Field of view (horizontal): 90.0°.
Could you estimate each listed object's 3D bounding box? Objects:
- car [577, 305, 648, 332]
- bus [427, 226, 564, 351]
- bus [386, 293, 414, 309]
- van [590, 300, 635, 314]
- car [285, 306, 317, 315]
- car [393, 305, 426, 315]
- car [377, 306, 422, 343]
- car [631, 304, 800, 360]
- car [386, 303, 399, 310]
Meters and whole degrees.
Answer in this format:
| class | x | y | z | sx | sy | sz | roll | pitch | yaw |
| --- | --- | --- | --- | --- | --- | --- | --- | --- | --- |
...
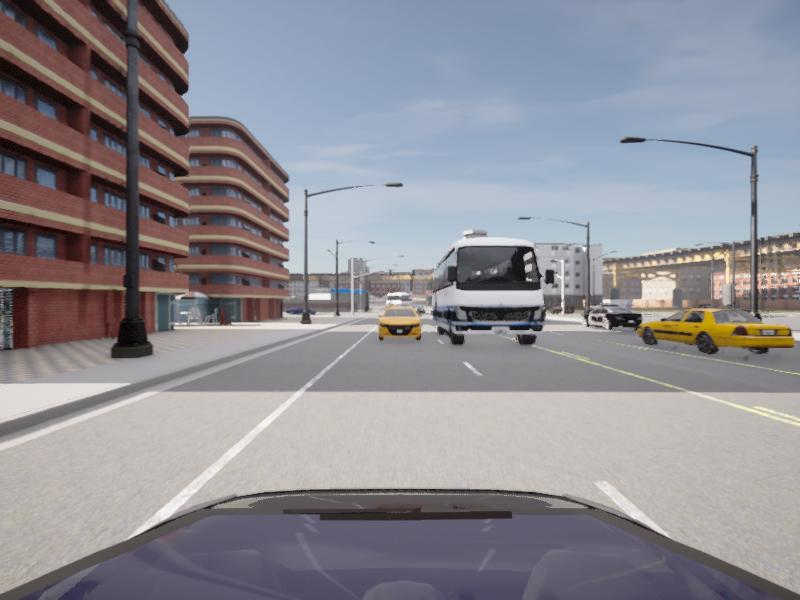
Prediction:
| class | x | y | z | sx | sy | sz | roll | pitch | yaw |
| --- | --- | --- | --- | --- | --- | --- | --- | --- | --- |
| car | 13.987 | 1.147 | 26.769 | 1.930 | 1.638 | 5.238 | 0 | -1 | 0 |
| bus | 3.613 | -0.297 | 18.786 | 3.944 | 4.253 | 10.273 | 0 | -1 | 0 |
| bus | -0.089 | 0.279 | 107.790 | 3.944 | 4.253 | 10.273 | 0 | 0 | -23 |
| van | 36.091 | 1.199 | 68.001 | 6.366 | 2.431 | 2.351 | 0 | 0 | -1 |
| car | -15.651 | 1.693 | 63.360 | 4.674 | 1.442 | 1.812 | 0 | 0 | -3 |
| car | 1.524 | 1.626 | 65.809 | 4.974 | 1.542 | 2.038 | 0 | 0 | 20 |
| car | -0.009 | 1.067 | 19.188 | 1.882 | 1.535 | 5.008 | 0 | -1 | 0 |
| car | 10.498 | 0.953 | 13.956 | 1.801 | 1.575 | 5.366 | 0 | -1 | 0 |
| car | -2.018 | 1.638 | 103.102 | 1.801 | 1.575 | 5.366 | 0 | 0 | -20 |
